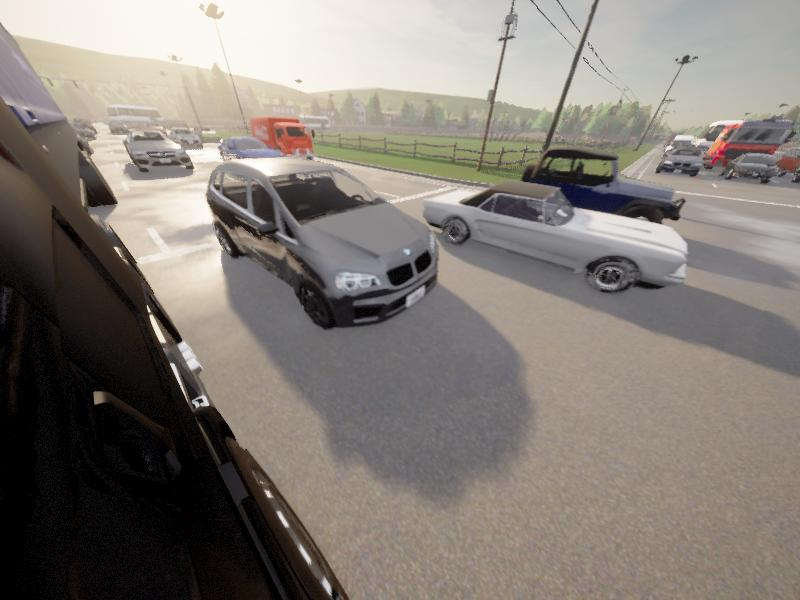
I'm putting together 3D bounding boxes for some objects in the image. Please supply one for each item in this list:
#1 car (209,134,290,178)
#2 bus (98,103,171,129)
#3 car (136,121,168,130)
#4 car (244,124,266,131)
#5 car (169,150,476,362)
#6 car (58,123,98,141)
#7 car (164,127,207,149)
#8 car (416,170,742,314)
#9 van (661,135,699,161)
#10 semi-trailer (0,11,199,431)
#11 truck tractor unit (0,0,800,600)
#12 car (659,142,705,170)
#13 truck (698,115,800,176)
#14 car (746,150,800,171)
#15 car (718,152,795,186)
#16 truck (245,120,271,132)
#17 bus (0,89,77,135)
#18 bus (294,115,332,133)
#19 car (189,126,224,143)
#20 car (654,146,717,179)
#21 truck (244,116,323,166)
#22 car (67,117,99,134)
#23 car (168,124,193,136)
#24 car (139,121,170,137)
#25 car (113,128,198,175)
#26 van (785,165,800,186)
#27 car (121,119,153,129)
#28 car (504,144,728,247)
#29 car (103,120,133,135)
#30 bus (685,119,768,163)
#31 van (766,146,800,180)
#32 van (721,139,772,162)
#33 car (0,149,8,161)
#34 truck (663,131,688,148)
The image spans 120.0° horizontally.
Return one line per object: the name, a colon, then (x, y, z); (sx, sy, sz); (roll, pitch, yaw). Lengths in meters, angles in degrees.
car: (-8.256, -7.983, 12.588); (5.008, 1.535, 1.882); (31, 45, 33)
bus: (-63.229, -43.950, 55.575); (3.944, 4.253, 10.273); (8, 37, 11)
car: (-56.607, -39.884, 52.798); (2.163, 1.488, 4.792); (2, 37, 0)
car: (-42.165, -50.112, 67.263); (2.128, 1.511, 4.902); (31, 45, 33)
car: (-1.509, -1.385, 3.997); (4.611, 1.667, 2.242); (28, 44, 30)
car: (-34.771, -18.236, 25.046); (4.181, 1.385, 1.994); (32, 46, 33)
car: (-20.165, -15.211, 21.688); (3.806, 1.475, 1.970); (31, 46, 33)
car: (2.858, -1.666, 4.921); (4.718, 1.301, 1.895); (27, 43, 30)
van: (36.476, -19.950, 30.208); (1.988, 2.561, 5.915); (31, 45, 33)
semi-trailer: (-8.555, -3.680, 4.390); (14.254, 4.402, 2.717); (30, 45, 32)
truck tractor unit: (-2.645, -0.295, 0.352); (6.516, 4.208, 3.053); (28, 44, 30)
car: (26.503, -13.701, 21.836); (1.932, 1.855, 4.605); (31, 46, 33)
truck: (30.564, -13.872, 20.660); (2.891, 3.827, 8.468); (31, 45, 33)
car: (37.799, -14.249, 23.551); (1.812, 1.442, 4.674); (31, 45, 33)
car: (24.301, -9.192, 16.001); (1.837, 1.490, 4.892); (31, 45, 33)
truck: (-39.789, -48.886, 64.942); (2.627, 2.467, 5.204); (31, 45, 33)
bus: (-48.930, -25.274, 31.306); (3.944, 4.253, 10.273); (-29, 47, -35)
bus: (-27.753, -56.640, 74.500); (3.944, 4.253, 10.273); (31, 45, 33)
car: (-23.852, -20.408, 28.414); (4.514, 1.525, 2.007); (31, 46, 33)
car: (21.387, -10.540, 17.504); (2.242, 1.667, 4.611); (31, 45, 33)
truck: (-8.145, -11.223, 16.154); (5.204, 2.467, 2.627); (32, 46, 33)
car: (-45.432, -25.091, 33.225); (1.905, 1.878, 3.866); (-28, 46, -34)
car: (-35.821, -27.710, 37.693); (1.994, 1.385, 4.181); (-30, 47, -35)
car: (-35.356, -24.572, 33.256); (4.611, 1.667, 2.242); (32, 46, 33)
car: (-13.066, -8.017, 12.304); (5.027, 1.651, 2.152); (31, 45, 33)
van: (26.868, -8.113, 13.819); (1.988, 2.561, 5.915); (31, 45, 33)
car: (-59.958, -40.137, 52.798); (2.242, 1.667, 4.611); (1, 37, -2)
car: (5.550, -3.234, 6.673); (3.866, 1.878, 1.905); (27, 43, 30)
car: (-42.342, -25.962, 34.743); (2.242, 1.667, 4.611); (-29, 47, -35)
bus: (43.159, -21.497, 31.208); (3.944, 4.253, 10.273); (31, 45, 33)
van: (31.647, -10.768, 18.098); (1.775, 1.987, 4.442); (31, 45, 33)
van: (49.068, -21.410, 32.937); (2.351, 2.431, 6.366); (31, 45, 33)
car: (-22.022, -7.543, 11.335); (4.674, 1.442, 1.812); (32, 46, 33)
truck: (80.379, -46.837, 67.539); (2.891, 3.827, 8.468); (31, 45, 33)
